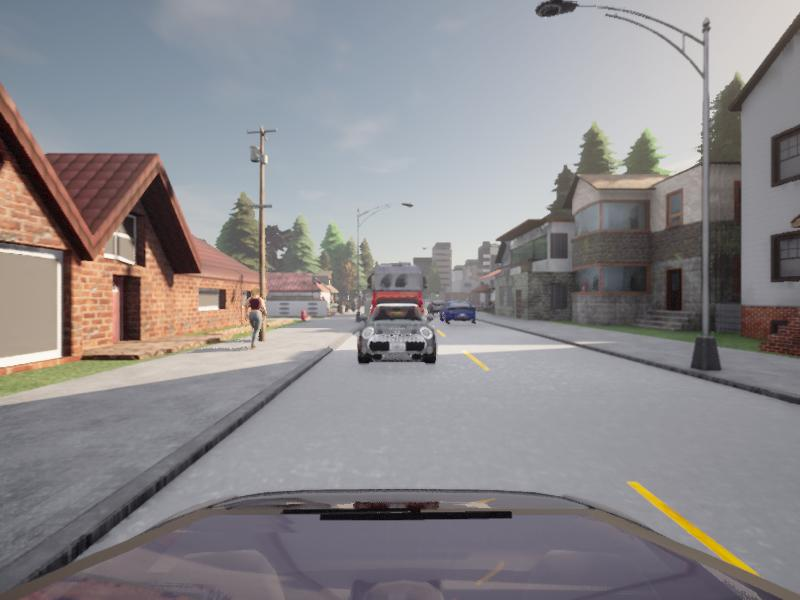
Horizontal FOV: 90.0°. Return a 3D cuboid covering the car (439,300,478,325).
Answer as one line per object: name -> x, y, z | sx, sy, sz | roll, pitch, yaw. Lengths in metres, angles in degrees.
car -> 3.828, 0.783, 27.097 | 1.882, 1.535, 5.008 | 0, 0, 0

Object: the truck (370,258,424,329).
truck -> -0.168, -0.359, 25.899 | 2.891, 3.827, 8.468 | 0, 0, 0

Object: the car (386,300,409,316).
car -> -0.241, 0.775, 40.231 | 2.128, 1.511, 4.902 | 0, 0, 0

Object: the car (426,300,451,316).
car -> 3.754, 0.771, 39.559 | 2.007, 1.525, 4.514 | 0, 0, 0

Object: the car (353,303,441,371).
car -> -0.077, 0.836, 10.843 | 1.970, 1.475, 3.806 | 0, 0, 0

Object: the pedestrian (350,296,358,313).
pedestrian -> -4.869, 0.471, 42.400 | 0.751, 1.860, 0.751 | 0, 0, -8

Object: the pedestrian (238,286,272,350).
pedestrian -> -4.356, 0.514, 12.048 | 0.751, 1.860, 0.751 | 0, 0, 3
